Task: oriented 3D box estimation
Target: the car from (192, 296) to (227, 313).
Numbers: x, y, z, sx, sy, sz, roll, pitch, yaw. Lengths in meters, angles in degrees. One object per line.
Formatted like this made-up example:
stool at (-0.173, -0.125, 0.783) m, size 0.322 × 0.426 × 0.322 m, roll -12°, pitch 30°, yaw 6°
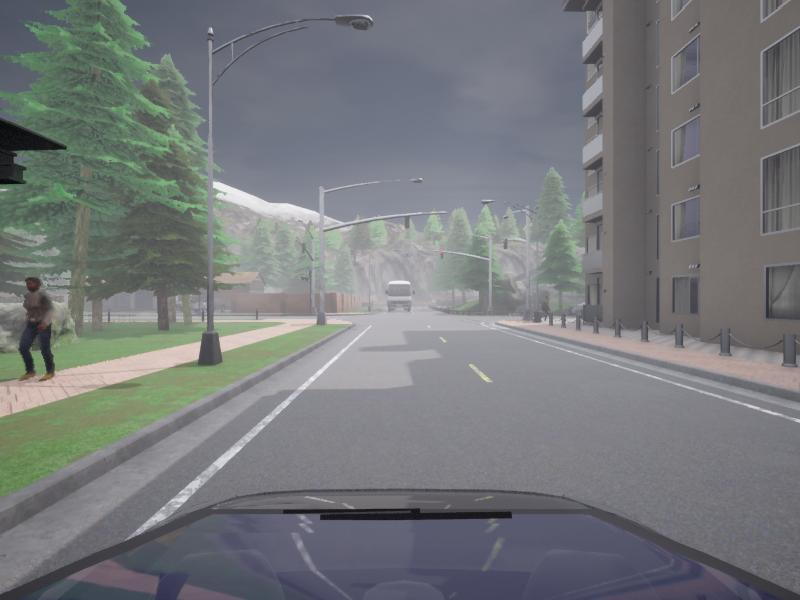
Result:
car at (-21.587, 0.503, 45.523) m, size 1.932 × 1.855 × 4.605 m, roll 0°, pitch 0°, yaw -1°

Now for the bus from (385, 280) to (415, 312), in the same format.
bus at (0.035, -0.534, 57.845) m, size 3.944 × 4.253 × 10.273 m, roll 0°, pitch 0°, yaw 0°

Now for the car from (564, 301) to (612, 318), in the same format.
car at (17.446, 0.843, 37.228) m, size 3.633 × 1.501 × 1.845 m, roll 0°, pitch 0°, yaw -1°

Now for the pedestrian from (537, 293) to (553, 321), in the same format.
pedestrian at (9.765, 0.485, 26.977) m, size 0.751 × 1.860 × 0.751 m, roll 0°, pitch 0°, yaw -2°

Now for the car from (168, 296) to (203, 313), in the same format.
car at (-24.091, 0.505, 45.073) m, size 1.905 × 1.878 × 3.866 m, roll 0°, pitch 0°, yaw -1°

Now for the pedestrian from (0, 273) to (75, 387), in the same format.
pedestrian at (-6.314, 0.485, 6.933) m, size 0.751 × 1.860 × 0.751 m, roll 0°, pitch 0°, yaw 2°
